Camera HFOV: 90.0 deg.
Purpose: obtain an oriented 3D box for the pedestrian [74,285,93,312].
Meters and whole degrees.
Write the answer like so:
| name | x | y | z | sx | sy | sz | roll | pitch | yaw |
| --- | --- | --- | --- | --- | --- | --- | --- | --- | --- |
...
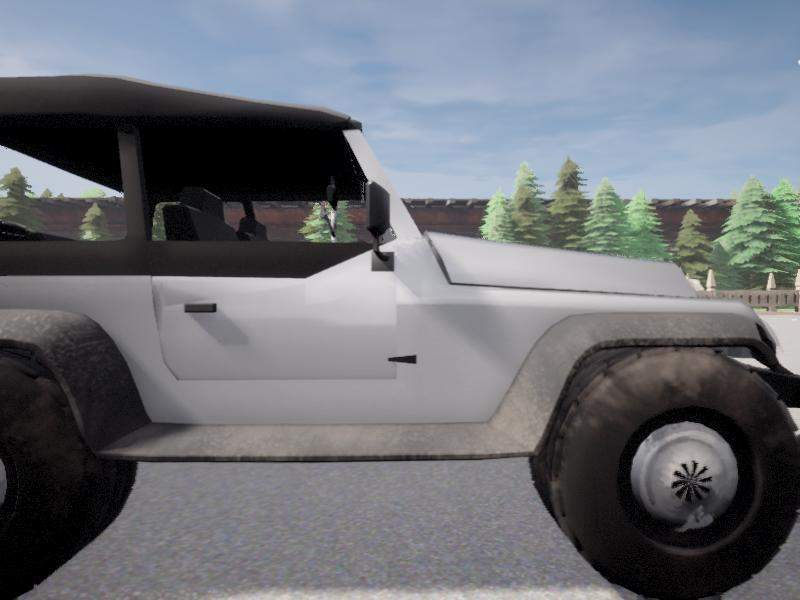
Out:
| name | x | y | z | sx | sy | sz | roll | pitch | yaw |
| --- | --- | --- | --- | --- | --- | --- | --- | --- | --- |
| pedestrian | -22.474 | -0.117 | 28.445 | 0.751 | 1.860 | 0.751 | 0 | 0 | 1 |

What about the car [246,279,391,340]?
| name | x | y | z | sx | sy | sz | roll | pitch | yaw |
| --- | --- | --- | --- | --- | --- | --- | --- | --- | --- |
| car | -2.311 | 0.227 | 11.426 | 3.633 | 1.501 | 1.845 | 0 | 0 | 24 |

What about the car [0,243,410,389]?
| name | x | y | z | sx | sy | sz | roll | pitch | yaw |
| --- | --- | --- | --- | --- | --- | --- | --- | --- | --- |
| car | -2.420 | 0.181 | 5.648 | 5.027 | 1.651 | 2.152 | 0 | 0 | -1 |

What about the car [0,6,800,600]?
| name | x | y | z | sx | sy | sz | roll | pitch | yaw |
| --- | --- | --- | --- | --- | --- | --- | --- | --- | --- |
| car | -0.397 | 0.046 | 2.178 | 3.866 | 1.878 | 1.905 | 0 | 0 | -1 |
